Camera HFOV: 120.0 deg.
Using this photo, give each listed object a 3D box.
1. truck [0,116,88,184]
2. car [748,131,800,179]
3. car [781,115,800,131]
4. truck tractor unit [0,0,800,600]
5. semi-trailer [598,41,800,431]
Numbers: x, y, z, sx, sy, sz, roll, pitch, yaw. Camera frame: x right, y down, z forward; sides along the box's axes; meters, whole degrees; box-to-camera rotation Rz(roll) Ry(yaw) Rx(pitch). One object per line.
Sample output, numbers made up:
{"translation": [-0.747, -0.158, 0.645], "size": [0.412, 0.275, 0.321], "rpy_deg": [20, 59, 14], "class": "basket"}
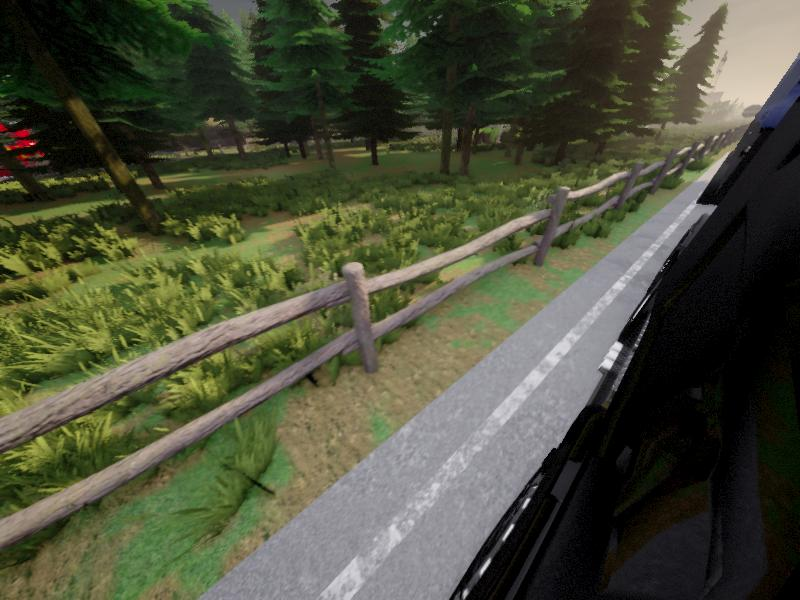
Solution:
{"translation": [-29.528, -10.244, 15.963], "size": [2.891, 3.827, 8.468], "rpy_deg": [5, 37, 10], "class": "truck"}
{"translation": [17.145, -6.283, 9.845], "size": [4.181, 1.385, 1.994], "rpy_deg": [-27, 43, -29], "class": "car"}
{"translation": [51.540, -22.823, 29.687], "size": [4.902, 1.511, 2.128], "rpy_deg": [-26, 42, -27], "class": "car"}
{"translation": [2.645, -0.295, 0.351], "size": [6.516, 4.208, 3.053], "rpy_deg": [-28, 44, -30], "class": "truck tractor unit"}
{"translation": [8.696, -3.601, 4.238], "size": [14.254, 4.402, 2.717], "rpy_deg": [-28, 44, -30], "class": "semi-trailer"}
